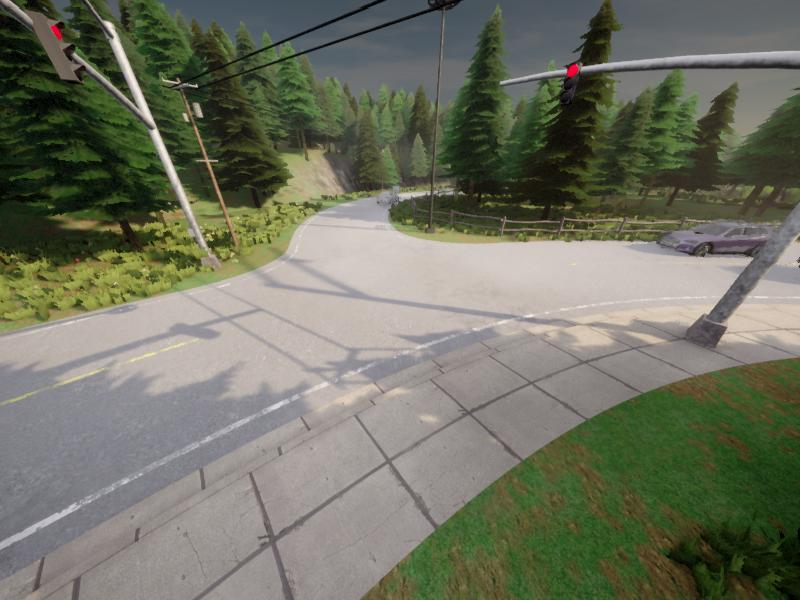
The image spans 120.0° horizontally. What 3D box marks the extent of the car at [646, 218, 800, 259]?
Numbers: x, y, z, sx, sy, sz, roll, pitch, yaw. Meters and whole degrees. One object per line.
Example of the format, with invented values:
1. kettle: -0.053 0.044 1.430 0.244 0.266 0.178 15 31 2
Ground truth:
1. car: 17.156 -3.361 12.503 4.856 1.649 2.033 0 30 1

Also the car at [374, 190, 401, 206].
1. car: -1.493 -13.417 30.159 1.812 1.442 4.674 10 31 17

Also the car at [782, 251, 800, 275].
1. car: 19.938 -1.666 9.321 4.605 1.855 1.932 0 30 1
